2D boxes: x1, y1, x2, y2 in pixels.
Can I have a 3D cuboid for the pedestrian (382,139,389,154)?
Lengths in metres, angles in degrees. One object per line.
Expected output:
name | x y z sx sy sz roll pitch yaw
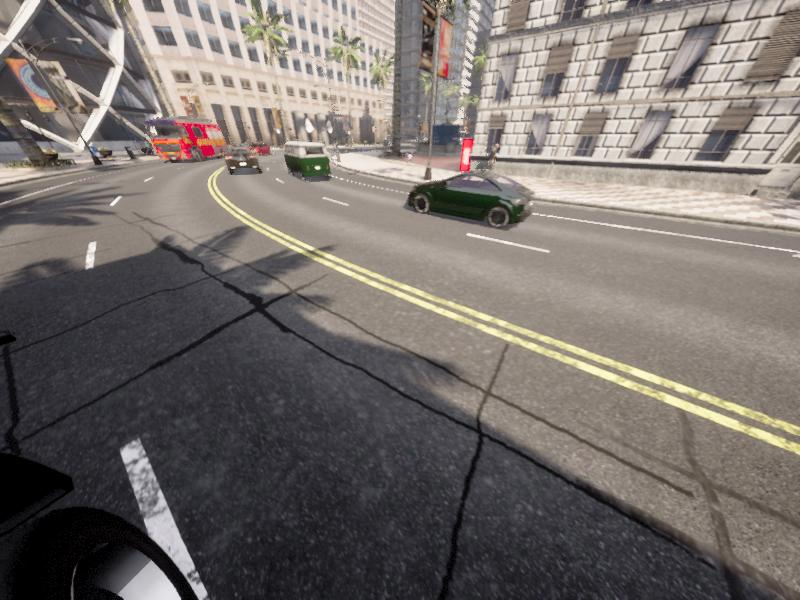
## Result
pedestrian | -2.183 -23.239 34.937 0.751 1.860 0.751 5 35 7

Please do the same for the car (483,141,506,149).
car | 23.135 -37.921 56.554 4.514 1.525 2.007 23 41 28

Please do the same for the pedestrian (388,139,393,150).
pedestrian | -2.084 -33.744 50.103 0.751 1.860 0.751 21 40 26

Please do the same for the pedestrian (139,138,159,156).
pedestrian | -32.119 -19.592 29.534 0.751 1.860 0.751 -3 35 -5

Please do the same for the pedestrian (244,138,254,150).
pedestrian | -28.493 -29.573 43.720 0.751 1.860 0.751 9 36 12

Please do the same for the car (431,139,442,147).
car | 10.674 -46.405 68.266 2.097 1.767 4.553 -2 35 -3

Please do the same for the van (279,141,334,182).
van | -6.229 -9.231 15.232 1.775 1.987 4.442 -23 41 -29

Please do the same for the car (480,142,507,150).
car | 21.715 -35.966 53.886 5.357 1.411 2.033 21 40 27

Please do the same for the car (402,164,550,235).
car | 2.340 -3.626 7.883 4.181 1.385 1.994 24 42 30

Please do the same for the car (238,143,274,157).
car | -19.737 -20.851 32.010 2.007 1.525 4.514 2 35 2

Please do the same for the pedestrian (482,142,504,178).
pedestrian | 5.767 -8.735 14.424 0.751 1.860 0.751 19 39 24

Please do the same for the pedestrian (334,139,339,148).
pedestrian | -15.555 -38.269 56.419 0.751 1.860 0.751 14 38 19

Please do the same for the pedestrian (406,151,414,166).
pedestrian | 0.861 -12.399 20.243 0.500 1.100 0.500 -16 38 -22

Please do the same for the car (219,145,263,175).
car | -12.336 -11.105 18.161 2.152 1.651 5.027 -17 39 -22

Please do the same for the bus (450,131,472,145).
bus | 23.158 -60.986 86.901 3.944 4.253 10.273 22 40 27

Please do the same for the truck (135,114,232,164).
truck | -22.637 -17.453 25.174 2.891 3.827 8.468 -4 35 -6

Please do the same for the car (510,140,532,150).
car | 28.087 -36.103 53.694 3.866 1.878 1.905 21 40 27

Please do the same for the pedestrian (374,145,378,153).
pedestrian | -3.744 -23.817 36.404 0.500 1.100 0.500 6 36 8

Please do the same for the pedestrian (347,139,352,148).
pedestrian | -12.008 -37.153 54.863 0.751 1.860 0.751 19 39 24
